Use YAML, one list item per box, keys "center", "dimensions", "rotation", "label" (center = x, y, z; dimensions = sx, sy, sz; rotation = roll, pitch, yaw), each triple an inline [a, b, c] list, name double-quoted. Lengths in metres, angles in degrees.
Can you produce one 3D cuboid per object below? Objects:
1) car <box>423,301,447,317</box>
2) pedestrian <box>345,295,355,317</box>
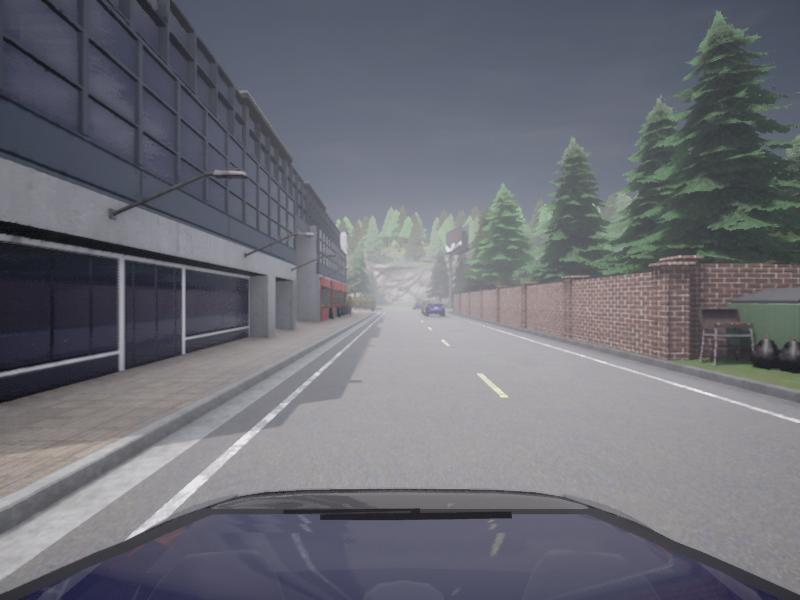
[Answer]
- center: [3.365, 0.848, 39.485]
  dimensions: [2.007, 1.525, 4.514]
  rotation: [0, 0, 0]
  label: "car"
- center: [-4.210, 0.502, 33.839]
  dimensions: [0.751, 1.860, 0.751]
  rotation: [0, 0, -1]
  label: "pedestrian"
